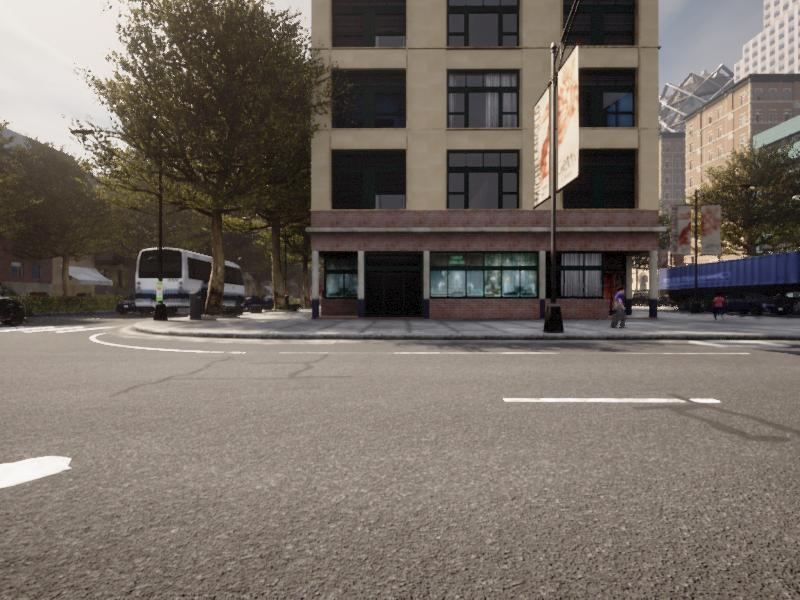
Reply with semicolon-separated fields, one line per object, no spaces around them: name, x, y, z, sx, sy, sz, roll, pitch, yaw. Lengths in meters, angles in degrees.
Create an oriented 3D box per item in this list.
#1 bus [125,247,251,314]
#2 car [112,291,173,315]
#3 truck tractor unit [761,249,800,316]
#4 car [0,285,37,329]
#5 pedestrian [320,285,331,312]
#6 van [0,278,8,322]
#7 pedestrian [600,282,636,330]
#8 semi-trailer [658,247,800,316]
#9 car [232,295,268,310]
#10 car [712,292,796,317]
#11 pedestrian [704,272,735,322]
bus;-15.215;-1.141;30.183;3.944;4.253;10.273;0;-1;0
car;-18.605;0.188;29.173;1.851;1.617;3.988;0;0;0
truck tractor unit;26.766;-1.124;24.853;3.053;4.208;6.516;0;0;3
car;-14.607;0.236;13.204;2.128;1.511;4.902;0;0;-19
pedestrian;-5.269;-0.115;28.342;0.751;1.860;0.751;0;0;-11
van;-18.984;-0.001;16.093;1.775;1.987;4.442;0;0;6
pedestrian;6.233;0.165;11.475;0.751;1.300;0.751;0;0;15
semi-trailer;26.994;-1.217;32.759;2.717;4.402;14.254;0;0;1
car;-15.013;0.270;40.255;1.812;1.442;4.674;0;0;1
car;22.819;0.254;26.050;1.816;1.474;4.193;0;0;1
pedestrian;12.179;-0.115;15.280;0.751;1.860;0.751;0;0;23
